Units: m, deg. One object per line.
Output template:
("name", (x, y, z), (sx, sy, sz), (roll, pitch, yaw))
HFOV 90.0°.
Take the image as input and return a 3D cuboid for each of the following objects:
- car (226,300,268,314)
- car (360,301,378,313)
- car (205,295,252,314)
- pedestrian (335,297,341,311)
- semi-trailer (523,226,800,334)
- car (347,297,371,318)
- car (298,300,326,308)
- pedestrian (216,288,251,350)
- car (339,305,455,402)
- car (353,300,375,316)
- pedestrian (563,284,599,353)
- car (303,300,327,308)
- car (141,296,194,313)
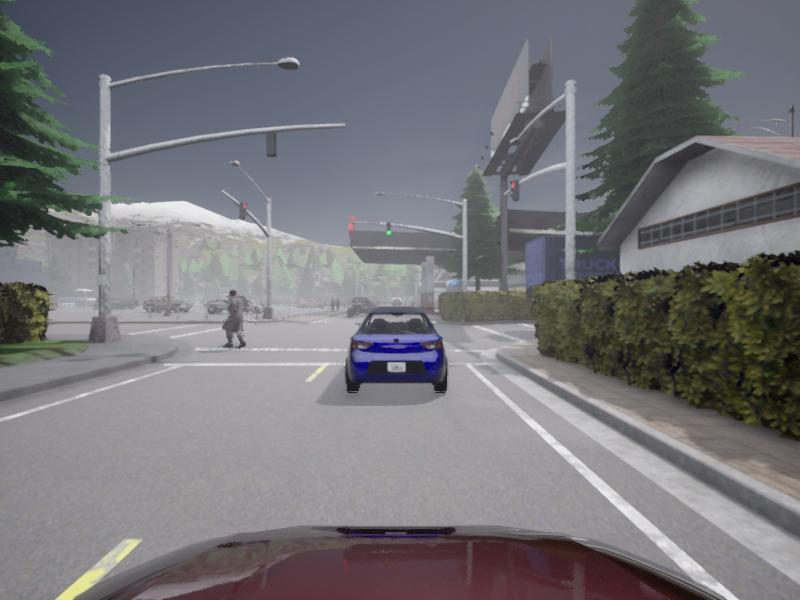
("car", (-16.530, 0.735, 43.373), (3.806, 1.475, 1.970), (0, 0, -1))
("car", (-3.901, 0.889, 50.207), (1.970, 1.475, 3.806), (0, 0, 0))
("car", (-17.095, 0.449, 40.041), (3.866, 1.878, 1.905), (0, 0, -1))
("pedestrian", (-8.158, 0.522, 52.543), (0.751, 1.860, 0.751), (0, 0, -2))
("semi-trailer", (12.998, -0.798, 17.762), (14.254, 4.402, 2.717), (0, 0, -1))
("car", (-3.799, 0.673, 37.432), (1.905, 1.878, 3.866), (0, 0, 0))
("car", (-17.058, 0.729, 77.627), (5.027, 1.636, 2.152), (0, 0, -1))
("pedestrian", (-5.152, 0.570, 12.410), (0.751, 1.860, 0.751), (0, 0, 2))
("car", (-0.068, 0.860, 8.367), (1.816, 1.474, 4.193), (0, 0, 0))
("car", (-3.849, 0.809, 43.884), (2.033, 1.649, 4.856), (0, 0, 0))
("pedestrian", (5.009, 0.493, 11.096), (0.751, 1.860, 0.751), (0, 0, 10))
("car", (-17.154, 0.740, 80.763), (4.514, 1.523, 2.007), (0, 0, -1))
("car", (-25.008, 0.472, 43.218), (4.605, 1.855, 1.932), (0, 0, -1))
